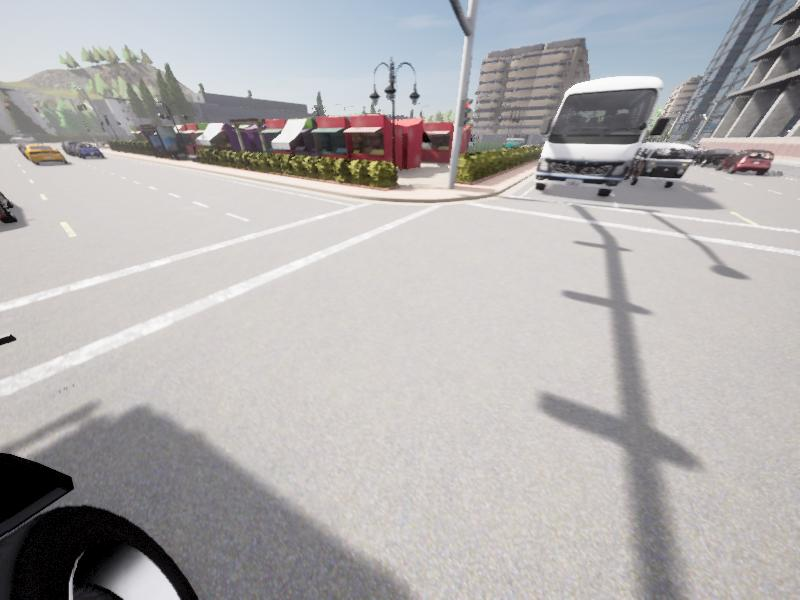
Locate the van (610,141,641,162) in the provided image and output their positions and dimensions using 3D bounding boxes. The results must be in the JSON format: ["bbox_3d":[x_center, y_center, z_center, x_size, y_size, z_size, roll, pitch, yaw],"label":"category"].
[{"bbox_3d":[27.219,-18.121,28.098,1.775,1.987,4.442,22,41,28],"label":"van"}]

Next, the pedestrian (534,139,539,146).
[{"bbox_3d":[45.396,-52.645,77.057,0.751,1.860,0.751,-30,45,-35],"label":"pedestrian"}]

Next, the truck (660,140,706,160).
[{"bbox_3d":[39.330,-21.100,32.360,2.390,2.098,6.274,22,41,28],"label":"truck"}]

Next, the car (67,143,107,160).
[{"bbox_3d":[-35.949,-17.148,26.552,4.193,1.474,1.816,22,41,28],"label":"car"}]

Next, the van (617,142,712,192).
[{"bbox_3d":[14.680,-7.812,13.300,2.069,2.038,4.480,19,39,24],"label":"van"}]

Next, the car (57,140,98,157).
[{"bbox_3d":[-41.293,-19.405,29.558,4.856,1.649,2.033,22,41,28],"label":"car"}]

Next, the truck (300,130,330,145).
[{"bbox_3d":[-26.579,-51.190,72.868,2.891,3.827,8.468,23,41,29],"label":"truck"}]

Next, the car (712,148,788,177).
[{"bbox_3d":[27.323,-10.960,18.280,1.851,1.617,3.988,22,41,28],"label":"car"}]

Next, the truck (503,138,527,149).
[{"bbox_3d":[27.798,-37.795,55.746,4.478,2.038,2.069,22,41,28],"label":"truck"}]

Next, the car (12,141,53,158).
[{"bbox_3d":[-43.955,-17.995,27.607,5.008,1.535,1.882,22,41,28],"label":"car"}]

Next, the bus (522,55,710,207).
[{"bbox_3d":[10.394,-8.541,12.364,3.944,4.253,10.273,22,41,28],"label":"bus"}]

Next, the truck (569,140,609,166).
[{"bbox_3d":[19.966,-15.707,24.500,2.390,2.098,6.274,22,40,28],"label":"truck"}]

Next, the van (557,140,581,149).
[{"bbox_3d":[44.176,-40.767,60.482,1.775,1.987,4.442,-29,45,-35],"label":"van"}]

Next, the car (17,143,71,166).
[{"bbox_3d":[-32.842,-13.461,21.306,5.008,1.535,1.882,22,40,27],"label":"car"}]

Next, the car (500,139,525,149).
[{"bbox_3d":[26.191,-36.337,53.826,4.605,1.855,1.932,22,41,28],"label":"car"}]

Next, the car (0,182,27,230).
[{"bbox_3d":[-13.892,-3.162,6.970,4.792,1.488,2.163,22,41,28],"label":"car"}]

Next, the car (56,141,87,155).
[{"bbox_3d":[-46.161,-21.435,32.464,3.633,1.501,1.845,25,42,30],"label":"car"}]

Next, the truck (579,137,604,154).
[{"bbox_3d":[34.680,-28.039,41.822,2.627,2.467,5.204,22,41,28],"label":"truck"}]

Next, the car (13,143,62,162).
[{"bbox_3d":[-38.356,-15.681,24.439,4.792,1.488,2.163,22,41,28],"label":"car"}]

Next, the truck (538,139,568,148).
[{"bbox_3d":[42.896,-43.933,64.855,6.274,2.098,2.390,22,41,28],"label":"truck"}]

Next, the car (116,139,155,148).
[{"bbox_3d":[-56.835,-33.787,49.772,2.152,1.651,5.027,25,42,30],"label":"car"}]

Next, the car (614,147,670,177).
[{"bbox_3d":[18.873,-11.064,18.319,2.152,1.651,5.027,22,41,28],"label":"car"}]

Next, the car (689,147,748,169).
[{"bbox_3d":[31.069,-14.039,22.746,1.882,1.535,5.008,22,41,28],"label":"car"}]
